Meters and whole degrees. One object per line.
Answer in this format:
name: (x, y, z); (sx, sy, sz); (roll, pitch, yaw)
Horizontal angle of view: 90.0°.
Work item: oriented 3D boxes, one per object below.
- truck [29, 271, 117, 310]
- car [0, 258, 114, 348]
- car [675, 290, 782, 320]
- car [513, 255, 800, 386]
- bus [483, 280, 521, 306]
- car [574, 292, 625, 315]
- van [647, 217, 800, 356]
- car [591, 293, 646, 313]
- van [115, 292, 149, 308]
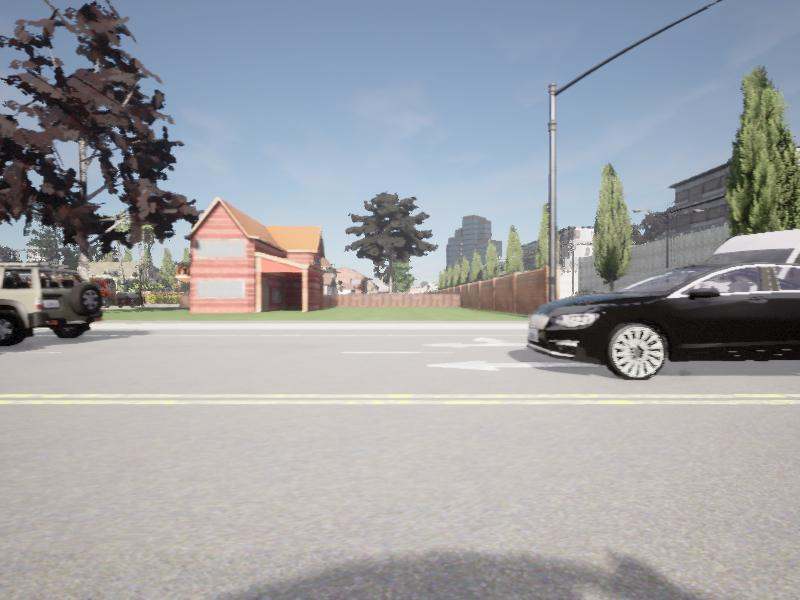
truck: (-35.343, -0.926, 43.772); (2.891, 3.827, 8.468); (0, 0, -1)
car: (-9.587, 0.052, 9.193); (4.605, 1.855, 1.932); (0, 0, -1)
car: (17.745, 0.247, 22.021); (1.837, 1.490, 4.892); (0, 0, -1)
car: (4.356, 0.233, 5.682); (4.902, 1.511, 2.128); (0, 0, 1)
bus: (17.417, -1.135, 69.300); (3.944, 4.253, 10.273); (0, 0, -1)
car: (14.181, 0.219, 28.712); (1.789, 1.549, 3.705); (0, 0, -1)
van: (8.918, -0.276, 9.112); (5.915, 2.561, 1.988); (0, 2, -15)
car: (17.644, 0.231, 32.603); (2.007, 1.525, 4.514); (0, 0, -1)
van: (-35.790, -0.005, 53.515); (1.775, 1.987, 4.442); (0, 0, -4)
